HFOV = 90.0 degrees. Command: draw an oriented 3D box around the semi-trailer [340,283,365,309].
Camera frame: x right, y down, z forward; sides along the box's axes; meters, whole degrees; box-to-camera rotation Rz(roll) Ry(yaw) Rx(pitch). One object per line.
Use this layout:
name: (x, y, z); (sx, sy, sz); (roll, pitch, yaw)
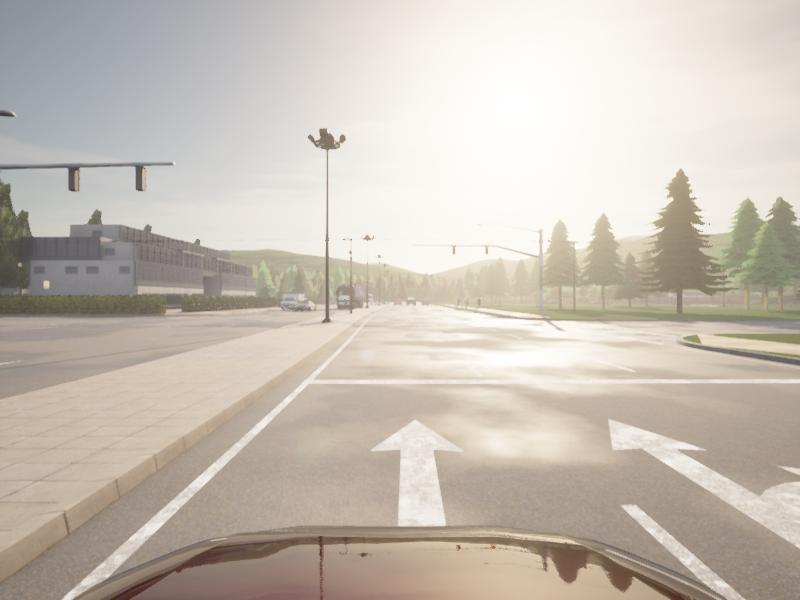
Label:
semi-trailer: (-8.612, -0.678, 73.779); (2.717, 4.402, 14.254); (0, 0, 1)

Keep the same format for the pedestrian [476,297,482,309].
pedestrian: (12.008, 0.437, 60.636); (0.751, 1.860, 0.751); (0, 0, 2)

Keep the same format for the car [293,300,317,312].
car: (-12.317, 0.790, 52.198); (2.038, 1.542, 4.974); (0, 0, 0)

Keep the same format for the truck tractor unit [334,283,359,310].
truck tractor unit: (-8.695, -0.578, 65.863); (3.053, 4.208, 6.516); (0, 0, 0)

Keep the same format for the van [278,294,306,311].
van: (-15.765, 0.332, 58.734); (2.351, 2.431, 6.366); (0, 0, 0)
